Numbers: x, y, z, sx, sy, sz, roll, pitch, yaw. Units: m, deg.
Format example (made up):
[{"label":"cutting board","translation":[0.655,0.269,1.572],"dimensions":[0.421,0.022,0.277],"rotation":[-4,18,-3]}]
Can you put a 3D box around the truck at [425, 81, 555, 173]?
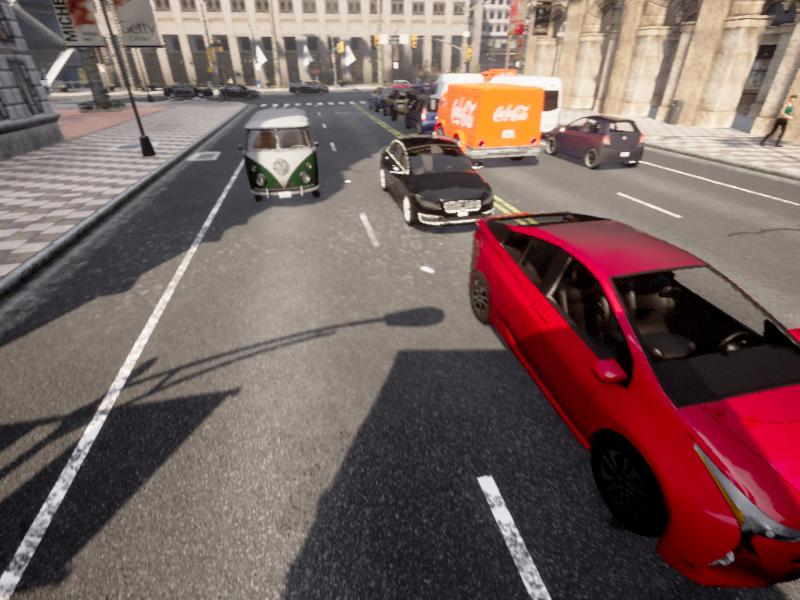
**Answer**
[{"label":"truck","translation":[2.939,-6.667,14.910],"dimensions":[2.627,2.467,5.204],"rotation":[-7,31,-10]}]

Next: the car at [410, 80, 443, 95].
[{"label":"car","translation":[3.142,-25.833,48.598],"dimensions":[3.633,1.501,1.845],"rotation":[-7,31,-10]}]

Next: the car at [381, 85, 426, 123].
[{"label":"car","translation":[0.122,-12.922,26.240],"dimensions":[1.932,1.855,4.605],"rotation":[-7,31,-10]}]

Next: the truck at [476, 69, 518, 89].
[{"label":"truck","translation":[14.405,-32.978,59.661],"dimensions":[5.204,2.467,2.627],"rotation":[-7,31,-10]}]

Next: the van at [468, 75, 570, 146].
[{"label":"van","translation":[5.381,-9.364,19.404],"dimensions":[1.988,2.561,5.915],"rotation":[-7,31,-10]}]

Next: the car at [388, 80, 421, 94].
[{"label":"car","translation":[0.549,-27.294,51.247],"dimensions":[3.806,1.475,1.970],"rotation":[-7,31,-10]}]

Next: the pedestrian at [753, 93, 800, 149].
[{"label":"pedestrian","translation":[14.361,-6.724,15.038],"dimensions":[0.751,1.860,0.751],"rotation":[-5,31,-8]}]

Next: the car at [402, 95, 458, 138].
[{"label":"car","translation":[1.459,-9.722,21.014],"dimensions":[1.851,1.617,3.988],"rotation":[-7,31,-10]}]

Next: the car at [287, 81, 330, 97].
[{"label":"car","translation":[-11.199,-25.947,49.106],"dimensions":[4.902,1.511,2.128],"rotation":[-7,31,-10]}]

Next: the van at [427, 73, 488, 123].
[{"label":"van","translation":[3.597,-13.488,26.489],"dimensions":[1.988,2.561,5.915],"rotation":[-7,31,-10]}]

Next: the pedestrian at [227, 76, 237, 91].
[{"label":"pedestrian","translation":[-24.229,-31.172,57.576],"dimensions":[0.751,1.860,0.751],"rotation":[-24,38,-35]}]

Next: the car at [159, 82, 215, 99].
[{"label":"car","translation":[-24.707,-24.394,46.567],"dimensions":[5.238,1.638,1.930],"rotation":[-7,31,-10]}]

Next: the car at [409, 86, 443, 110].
[{"label":"car","translation":[2.050,-16.572,32.788],"dimensions":[1.845,1.501,3.633],"rotation":[-7,31,-10]}]

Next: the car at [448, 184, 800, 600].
[{"label":"car","translation":[2.222,0.201,4.118],"dimensions":[2.007,1.525,4.514],"rotation":[-7,31,-11]}]

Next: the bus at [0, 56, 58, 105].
[{"label":"bus","translation":[-42.397,-22.331,40.791],"dimensions":[10.273,4.253,3.944],"rotation":[-18,34,-27]}]

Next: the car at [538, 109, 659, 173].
[{"label":"car","translation":[6.773,-5.741,14.182],"dimensions":[1.845,1.501,3.633],"rotation":[-7,31,-10]}]

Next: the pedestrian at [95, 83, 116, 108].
[{"label":"pedestrian","translation":[-25.010,-17.386,34.028],"dimensions":[0.751,1.860,0.751],"rotation":[-12,32,-18]}]

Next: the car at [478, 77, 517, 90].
[{"label":"car","translation":[13.813,-30.674,56.713],"dimensions":[4.792,1.488,2.163],"rotation":[-7,31,-10]}]

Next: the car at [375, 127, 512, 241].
[{"label":"car","translation":[0.713,-3.130,9.873],"dimensions":[1.837,1.490,4.892],"rotation":[-7,31,-11]}]

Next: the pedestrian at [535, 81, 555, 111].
[{"label":"pedestrian","translation":[10.271,-14.515,28.436],"dimensions":[0.751,1.860,0.751],"rotation":[-22,36,-32]}]

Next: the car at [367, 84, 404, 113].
[{"label":"car","translation":[-1.192,-15.857,31.366],"dimensions":[2.097,1.767,4.553],"rotation":[-7,31,-10]}]

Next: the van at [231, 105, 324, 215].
[{"label":"van","translation":[-3.228,-4.100,11.119],"dimensions":[1.775,1.987,4.442],"rotation":[-7,31,-10]}]

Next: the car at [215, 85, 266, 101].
[{"label":"car","translation":[-17.254,-22.482,43.349],"dimensions":[4.674,1.442,1.812],"rotation":[6,31,11]}]
